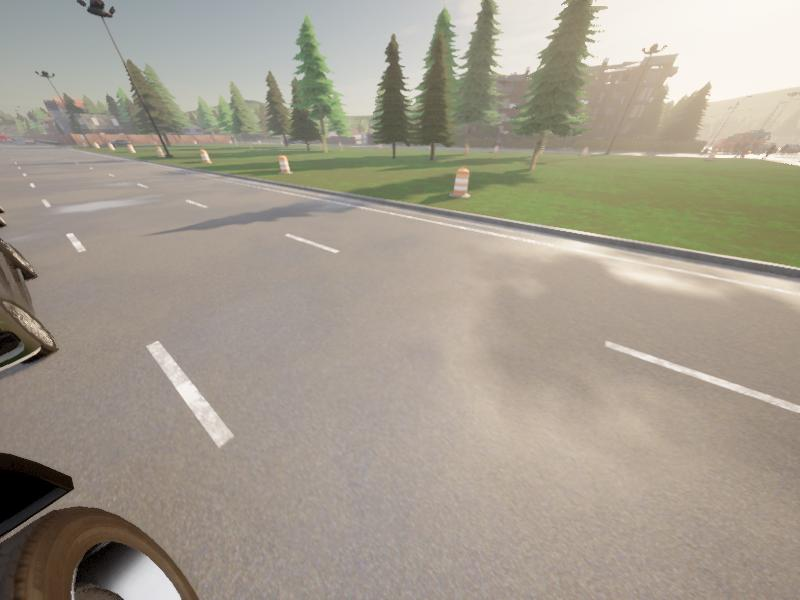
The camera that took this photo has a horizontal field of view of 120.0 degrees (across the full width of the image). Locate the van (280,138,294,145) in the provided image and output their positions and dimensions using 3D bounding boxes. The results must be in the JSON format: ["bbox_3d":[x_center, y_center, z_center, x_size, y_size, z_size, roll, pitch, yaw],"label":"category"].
[{"bbox_3d":[-40.978,-57.646,83.795,4.442,1.987,1.775,22,41,28],"label":"van"}]

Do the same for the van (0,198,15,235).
[{"bbox_3d":[-13.274,-3.064,6.442,4.442,1.987,1.775,22,41,28],"label":"van"}]

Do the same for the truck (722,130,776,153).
[{"bbox_3d":[73.379,-33.570,48.922,2.891,3.827,8.468,22,40,28],"label":"truck"}]

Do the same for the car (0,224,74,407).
[{"bbox_3d":[-6.485,-0.151,2.684,5.027,1.651,2.152,22,41,28],"label":"car"}]

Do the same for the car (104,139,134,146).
[{"bbox_3d":[-75.850,-42.509,62.455,2.007,1.525,4.514,12,37,17],"label":"car"}]
